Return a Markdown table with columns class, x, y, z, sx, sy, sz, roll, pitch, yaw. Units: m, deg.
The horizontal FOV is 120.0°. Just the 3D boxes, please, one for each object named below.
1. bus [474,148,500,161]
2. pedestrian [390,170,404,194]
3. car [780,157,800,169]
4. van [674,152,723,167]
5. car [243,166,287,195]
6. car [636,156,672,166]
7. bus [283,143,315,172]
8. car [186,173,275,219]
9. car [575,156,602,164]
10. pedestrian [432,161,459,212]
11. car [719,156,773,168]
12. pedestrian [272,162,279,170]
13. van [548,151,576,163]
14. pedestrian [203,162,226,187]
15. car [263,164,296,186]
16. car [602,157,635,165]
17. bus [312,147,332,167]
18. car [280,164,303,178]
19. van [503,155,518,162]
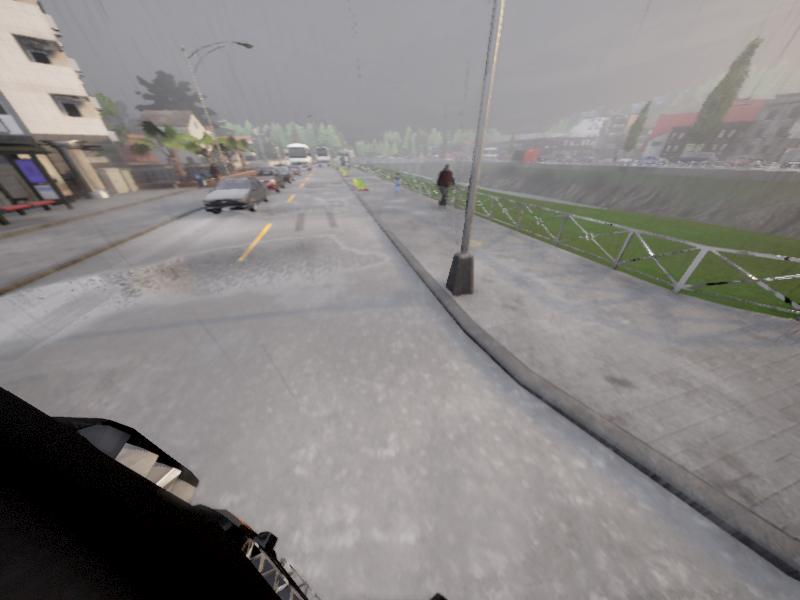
| class | x | y | z | sx | sy | sz | roll | pitch | yaw |
| --- | --- | --- | --- | --- | --- | --- | --- | --- | --- |
| bus | 34.040 | -57.110 | 90.694 | 3.944 | 4.253 | 10.273 | -9 | 33 | -13 |
| pedestrian | -0.169 | -7.549 | 14.799 | 0.751 | 1.300 | 0.751 | -6 | 32 | -8 |
| car | 53.981 | -17.586 | 29.775 | 1.895 | 1.301 | 4.718 | -9 | 33 | -13 |
| van | 50.766 | -24.008 | 39.474 | 1.775 | 1.987 | 4.442 | -9 | 33 | -13 |
| car | -10.174 | -9.286 | 17.775 | 1.851 | 1.617 | 3.988 | -9 | 33 | -13 |
| car | 49.089 | -27.000 | 44.783 | 1.816 | 1.474 | 4.193 | -9 | 33 | -13 |
| bus | -18.815 | -27.142 | 44.052 | 3.944 | 4.253 | 10.273 | -9 | 33 | -13 |
| car | -8.301 | -5.619 | 12.065 | 2.033 | 1.411 | 5.357 | -9 | 33 | -13 |
| car | 45.491 | -33.853 | 55.862 | 1.812 | 1.442 | 4.674 | -9 | 33 | -13 |
| pedestrian | 1.914 | -4.867 | 9.931 | 0.751 | 1.860 | 0.751 | -9 | 33 | -13 |
| car | 52.261 | -20.938 | 35.009 | 1.970 | 1.475 | 3.806 | -9 | 33 | -13 |
| pedestrian | -24.459 | -26.333 | 45.477 | 0.751 | 1.300 | 0.751 | -10 | 33 | -14 |
| van | 43.381 | -38.322 | 62.028 | 1.988 | 2.561 | 5.915 | -9 | 33 | -13 |
| pedestrian | -16.021 | -10.899 | 20.016 | 0.751 | 1.860 | 0.751 | -11 | 33 | -15 |
| car | -11.999 | -12.795 | 23.400 | 1.930 | 1.638 | 5.238 | -9 | 33 | -13 |
| car | 47.347 | -30.249 | 50.192 | 1.895 | 1.301 | 4.718 | -9 | 33 | -13 |
| bus | -20.683 | -38.211 | 61.795 | 3.944 | 4.253 | 10.273 | -9 | 33 | -13 |
| car | -14.411 | -17.313 | 30.941 | 1.994 | 1.385 | 4.181 | -8 | 33 | -12 |
| van | 37.854 | -48.658 | 79.217 | 1.775 | 1.987 | 4.442 | -9 | 33 | -13 |
